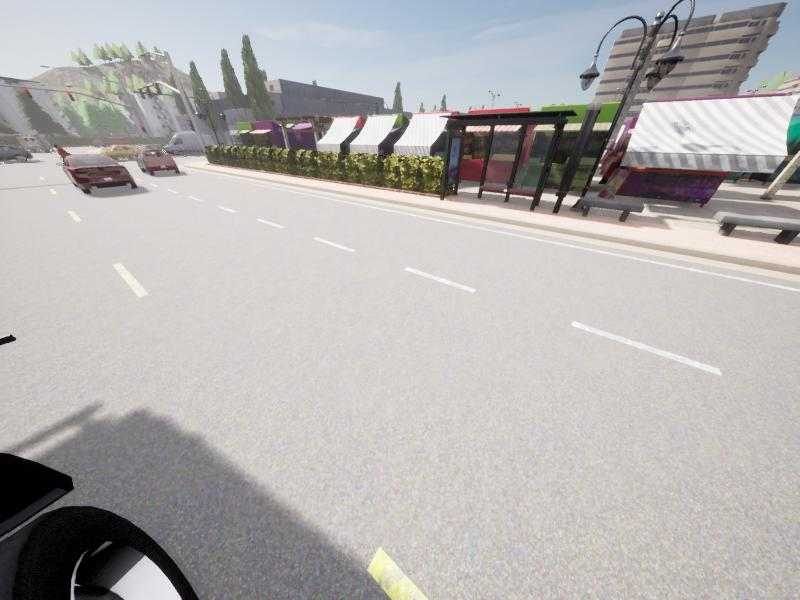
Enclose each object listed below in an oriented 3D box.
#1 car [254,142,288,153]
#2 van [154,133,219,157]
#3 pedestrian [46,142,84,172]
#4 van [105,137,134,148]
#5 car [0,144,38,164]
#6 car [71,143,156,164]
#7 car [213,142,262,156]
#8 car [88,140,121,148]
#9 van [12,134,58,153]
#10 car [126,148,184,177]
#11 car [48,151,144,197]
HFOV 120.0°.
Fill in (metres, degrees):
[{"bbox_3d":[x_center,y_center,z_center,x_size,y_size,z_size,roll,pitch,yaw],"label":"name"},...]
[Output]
[{"bbox_3d":[-22.459,-26.610,40.283,1.812,1.442,4.674,24,41,29],"label":"car"},{"bbox_3d":[-29.671,-21.753,32.386,1.988,2.561,5.915,26,43,32],"label":"van"},{"bbox_3d":[-24.975,-10.674,17.238,0.751,1.860,0.751,22,41,28],"label":"pedestrian"},{"bbox_3d":[-67.396,-37.931,55.569,1.775,1.987,4.442,-6,36,-8],"label":"van"},{"bbox_3d":[-39.121,-13.978,22.162,2.007,1.525,4.514,24,41,29],"label":"car"},{"bbox_3d":[-30.196,-15.753,24.698,1.801,1.575,5.366,9,36,12],"label":"car"},{"bbox_3d":[-23.771,-22.317,34.061,1.801,1.575,5.366,24,41,29],"label":"car"},{"bbox_3d":[-70.934,-37.556,55.575,2.152,1.651,5.027,-6,36,-8],"label":"car"},{"bbox_3d":[-60.403,-26.108,38.443,2.351,2.431,6.366,-28,44,-34],"label":"van"},{"bbox_3d":[-17.696,-10.005,16.668,3.633,1.501,1.845,25,42,31],"label":"car"},{"bbox_3d":[-15.541,-6.563,11.789,5.008,1.535,1.882,23,41,28],"label":"car"}]
